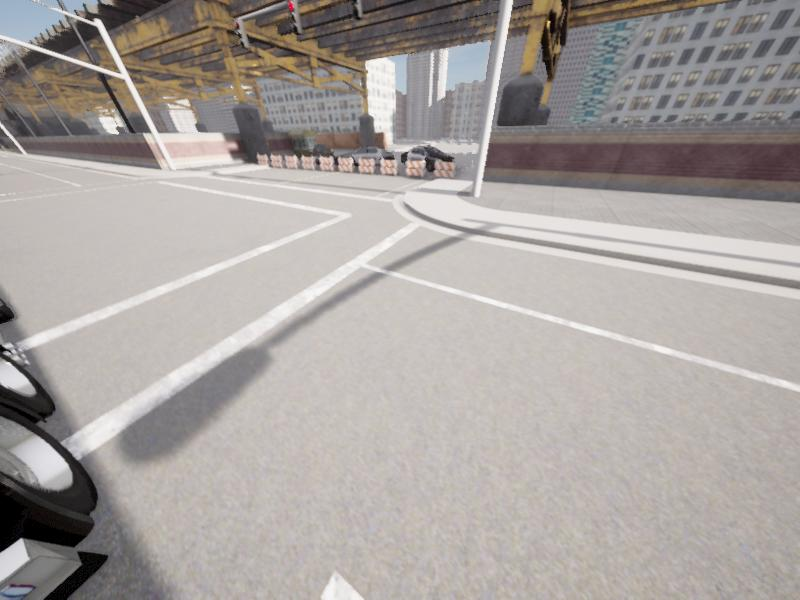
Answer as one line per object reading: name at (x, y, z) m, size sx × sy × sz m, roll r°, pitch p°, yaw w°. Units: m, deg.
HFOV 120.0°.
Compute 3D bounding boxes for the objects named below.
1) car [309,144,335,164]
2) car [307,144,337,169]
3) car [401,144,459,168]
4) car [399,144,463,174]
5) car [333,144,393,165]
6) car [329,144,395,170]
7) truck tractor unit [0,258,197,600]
car at (-6.979, -13.174, 20.678) m, size 1.853 × 1.218 × 4.536 m, roll -10°, pitch 37°, yaw -13°
car at (-6.962, -13.017, 20.729) m, size 2.038 × 1.542 × 4.974 m, roll -10°, pitch 37°, yaw -13°
car at (2.022, -10.723, 17.082) m, size 1.853 × 1.218 × 4.536 m, roll -20°, pitch 40°, yaw -24°
car at (2.051, -10.570, 17.137) m, size 2.038 × 1.542 × 4.974 m, roll -20°, pitch 40°, yaw -24°
car at (-2.930, -11.835, 18.732) m, size 4.536 × 1.218 × 1.853 m, roll -4°, pitch 36°, yaw -5°
car at (-2.980, -11.704, 18.820) m, size 4.974 × 1.542 × 2.038 m, roll -4°, pitch 36°, yaw -5°
truck tractor unit at (-5.112, -0.298, 0.778) m, size 6.516 × 4.208 × 3.053 m, roll 19°, pitch 40°, yaw 25°
